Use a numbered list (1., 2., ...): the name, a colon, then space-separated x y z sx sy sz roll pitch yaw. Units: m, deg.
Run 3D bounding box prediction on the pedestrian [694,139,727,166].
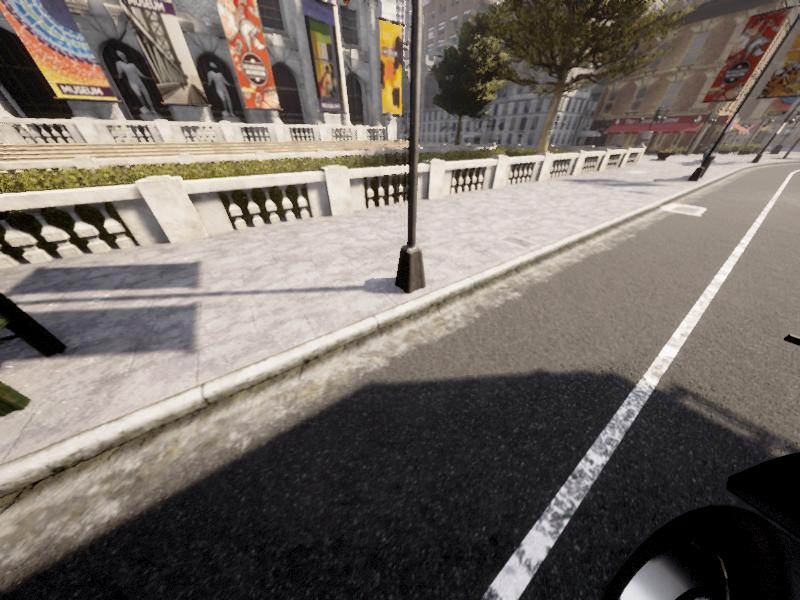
1. pedestrian: 26.710 -12.715 19.911 0.751 1.860 0.751 -15 38 -20
